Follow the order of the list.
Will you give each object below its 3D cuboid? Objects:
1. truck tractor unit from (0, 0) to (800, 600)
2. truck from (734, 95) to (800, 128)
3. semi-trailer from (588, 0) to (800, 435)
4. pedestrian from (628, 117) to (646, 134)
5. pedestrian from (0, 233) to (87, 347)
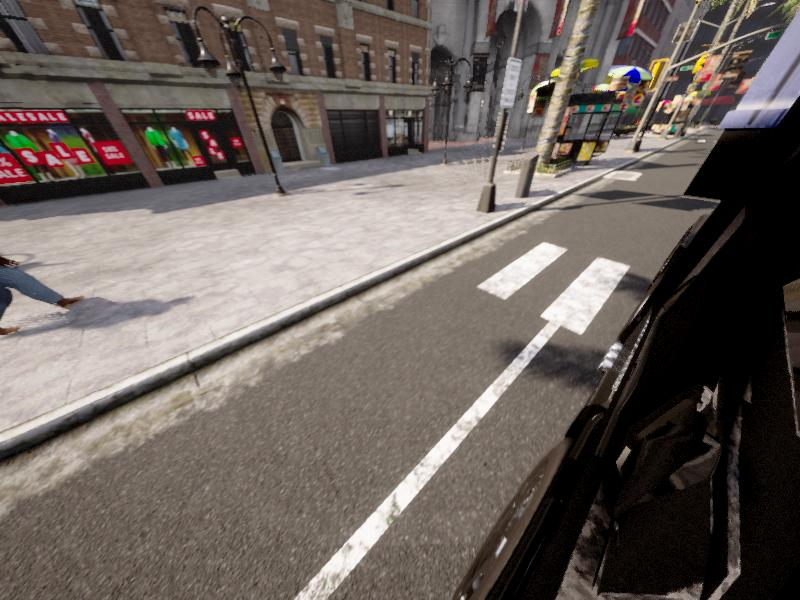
[{"bbox_3d":[2.645,-0.295,0.352,6.516,4.208,3.053,-28,44,-30],"label":"truck tractor unit"},{"bbox_3d":[59.053,-30.123,37.064,8.468,3.827,2.891,-19,40,-20],"label":"truck"},{"bbox_3d":[9.419,-2.977,3.354,14.254,4.402,2.717,-19,39,-20],"label":"semi-trailer"},{"bbox_3d":[32.565,-23.924,31.699,0.751,1.860,0.751,-3,37,-1],"label":"pedestrian"},{"bbox_3d":[-5.100,-0.466,2.702,0.751,1.860,0.751,17,41,24],"label":"pedestrian"}]
